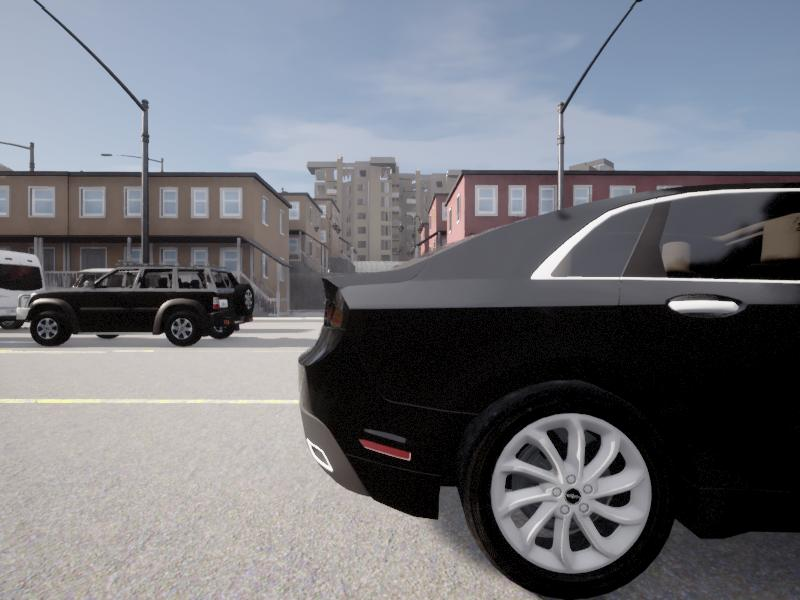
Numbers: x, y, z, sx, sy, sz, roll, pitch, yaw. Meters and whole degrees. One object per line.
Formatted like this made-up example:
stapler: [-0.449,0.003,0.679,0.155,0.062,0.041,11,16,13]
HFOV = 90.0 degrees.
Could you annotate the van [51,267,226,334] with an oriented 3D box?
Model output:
van: [-8.192,-0.005,12.806,4.442,1.987,1.775,0,0,1]

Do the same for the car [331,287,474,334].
car: [0.076,0.306,12.715,4.181,1.385,1.994,0,0,1]

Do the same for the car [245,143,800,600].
car: [1.953,0.244,2.190,4.892,1.490,1.837,0,0,1]

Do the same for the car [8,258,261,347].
car: [-5.869,0.052,9.285,4.605,1.855,1.932,0,0,1]

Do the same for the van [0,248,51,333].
van: [-15.030,-0.278,12.886,5.915,2.561,1.988,0,0,1]
